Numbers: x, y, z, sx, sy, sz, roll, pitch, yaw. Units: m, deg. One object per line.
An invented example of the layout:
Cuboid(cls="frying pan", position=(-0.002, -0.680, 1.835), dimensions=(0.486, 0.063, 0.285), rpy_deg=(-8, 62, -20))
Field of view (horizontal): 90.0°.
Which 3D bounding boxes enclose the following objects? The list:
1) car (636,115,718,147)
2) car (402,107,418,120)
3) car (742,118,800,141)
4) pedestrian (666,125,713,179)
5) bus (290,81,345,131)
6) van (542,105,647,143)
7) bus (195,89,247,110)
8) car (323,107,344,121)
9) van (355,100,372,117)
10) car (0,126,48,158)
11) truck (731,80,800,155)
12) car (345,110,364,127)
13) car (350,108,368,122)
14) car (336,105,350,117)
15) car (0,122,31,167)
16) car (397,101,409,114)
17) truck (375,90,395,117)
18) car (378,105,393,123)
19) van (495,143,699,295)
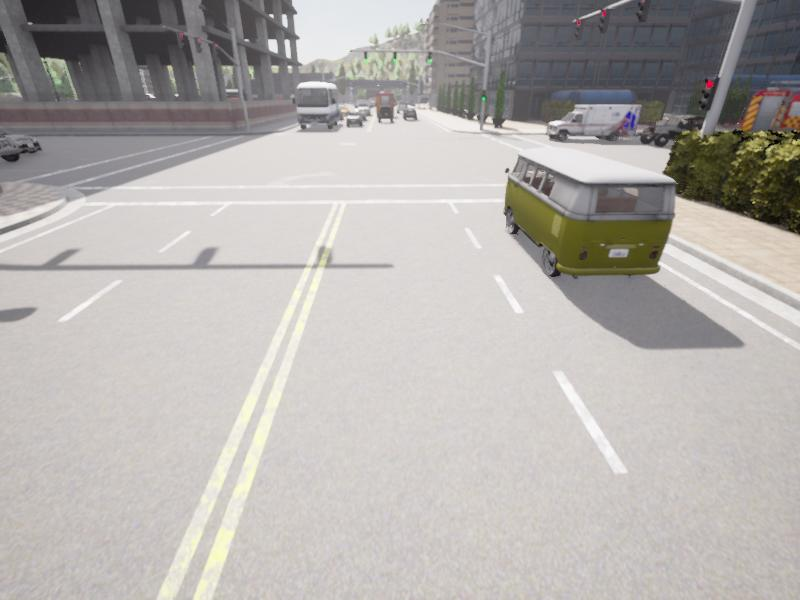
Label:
Cuboid(cls="car", position=(18.691, -11.519, 27.195), dimensions=(3.866, 1.878, 1.905), rpy_deg=(-1, 27, -2))
Cuboid(cls="car", position=(1.422, -26.588, 57.070), dimensions=(2.007, 1.525, 4.514), rpy_deg=(-1, 27, -2))
Cuboid(cls="car", position=(29.853, -13.173, 30.846), dimensions=(5.008, 1.535, 1.882), rpy_deg=(-1, 27, -2))
Cuboid(cls="pedestrian", position=(11.093, -5.682, 15.395), dimensions=(0.751, 1.860, 0.751), rpy_deg=(4, 27, 9))
Cuboid(cls="bus", position=(-8.352, -20.610, 42.342), dimensions=(3.944, 4.253, 10.273), rpy_deg=(-1, 27, -2))
Cuboid(cls="van", position=(14.373, -13.262, 30.012), dimensions=(6.366, 2.431, 2.351), rpy_deg=(-1, 27, -2))
Cuboid(cls="bus", position=(-42.832, -48.168, 96.114), dimensions=(10.273, 4.253, 3.944), rpy_deg=(-1, 27, -2))
Cuboid(cls="car", position=(-8.977, -25.382, 54.530), dimensions=(2.242, 1.667, 4.611), rpy_deg=(-1, 27, -2))
Cuboid(cls="van", position=(-6.023, -32.159, 66.974), dimensions=(2.351, 2.431, 6.366), rpy_deg=(-1, 27, -2))
Cuboid(cls="car", position=(-22.633, -8.857, 22.354), dimensions=(3.806, 1.475, 1.970), rpy_deg=(-1, 27, -1))
Cuboid(cls="truck", position=(25.700, -10.921, 23.912), dimensions=(8.468, 3.827, 2.891), rpy_deg=(-1, 27, -2))
Cuboid(cls="car", position=(-5.030, -20.093, 44.309), dimensions=(1.789, 1.549, 3.705), rpy_deg=(-1, 27, -2))
Cuboid(cls="car", position=(-5.423, -24.773, 53.520), dimensions=(2.128, 1.511, 4.902), rpy_deg=(-1, 27, -2))
Cuboid(cls="car", position=(-9.504, -31.539, 66.683), dimensions=(1.801, 1.575, 5.366), rpy_deg=(-1, 27, -2))
Cuboid(cls="car", position=(-21.184, -7.475, 19.208), dimensions=(4.605, 1.855, 1.932), rpy_deg=(0, 27, 0))
Cuboid(cls="car", position=(0.500, -37.672, 78.205), dimensions=(2.150, 2.045, 5.566), rpy_deg=(-1, 27, -2))
Cuboid(cls="truck", position=(-2.469, -32.269, 65.653), dimensions=(2.891, 3.827, 8.468), rpy_deg=(-1, 27, -2))
Cuboid(cls="car", position=(-1.861, -24.173, 51.936), dimensions=(1.905, 1.878, 3.866), rpy_deg=(-1, 27, -2))
Cuboid(cls="van", position=(3.528, -1.996, 8.411), dimensions=(1.775, 1.987, 4.442), rpy_deg=(-1, 27, -2))
